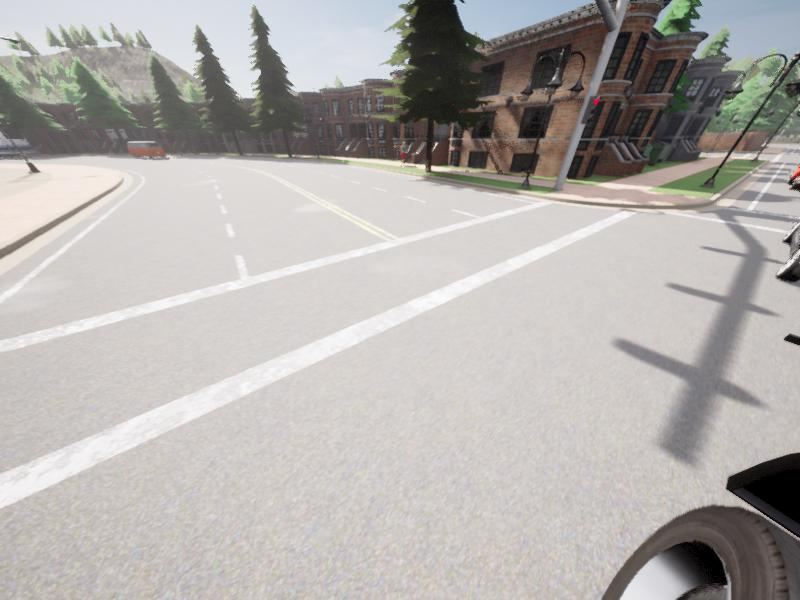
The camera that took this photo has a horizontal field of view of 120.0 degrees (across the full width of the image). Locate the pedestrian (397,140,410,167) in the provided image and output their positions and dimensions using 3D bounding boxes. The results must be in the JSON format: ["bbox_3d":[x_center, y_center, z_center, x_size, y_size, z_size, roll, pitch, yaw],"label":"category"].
[{"bbox_3d":[0.280,-12.134,19.183,0.751,1.860,0.751,-23,41,-29],"label":"pedestrian"}]

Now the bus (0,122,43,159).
[{"bbox_3d":[-60.659,-22.290,32.350,10.273,4.253,3.944,-12,37,-17],"label":"bus"}]

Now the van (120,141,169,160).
[{"bbox_3d":[-33.885,-19.883,30.665,4.442,1.987,1.775,9,36,13],"label":"van"}]

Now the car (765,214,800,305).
[{"bbox_3d":[8.959,-1.174,4.062,5.238,1.638,1.930,-22,41,-28],"label":"car"}]

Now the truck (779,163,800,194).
[{"bbox_3d":[20.750,-6.308,10.533,5.204,2.467,2.627,-21,40,-28],"label":"truck"}]
